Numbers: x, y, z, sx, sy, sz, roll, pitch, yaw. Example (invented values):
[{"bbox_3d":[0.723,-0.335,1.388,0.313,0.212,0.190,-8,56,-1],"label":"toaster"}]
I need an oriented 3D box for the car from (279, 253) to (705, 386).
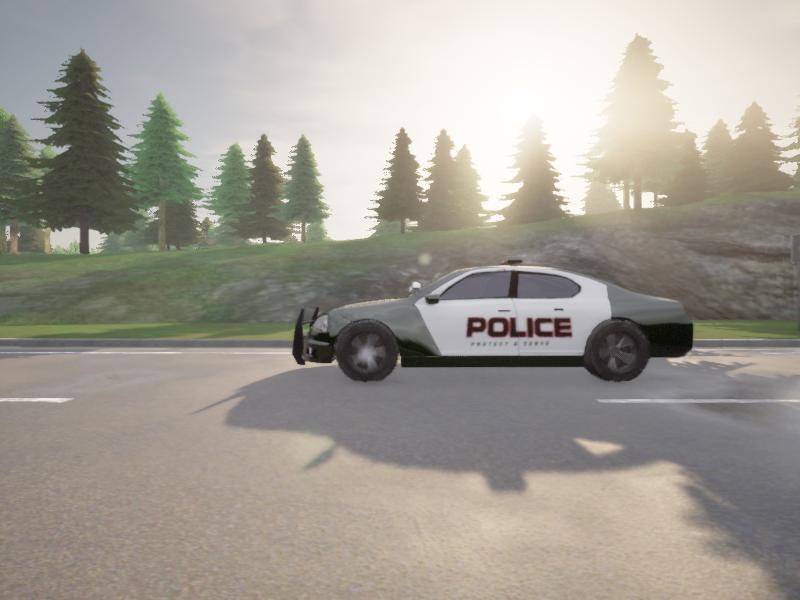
[{"bbox_3d":[1.075,0.227,5.697,4.974,1.542,2.038,0,0,0],"label":"car"}]
